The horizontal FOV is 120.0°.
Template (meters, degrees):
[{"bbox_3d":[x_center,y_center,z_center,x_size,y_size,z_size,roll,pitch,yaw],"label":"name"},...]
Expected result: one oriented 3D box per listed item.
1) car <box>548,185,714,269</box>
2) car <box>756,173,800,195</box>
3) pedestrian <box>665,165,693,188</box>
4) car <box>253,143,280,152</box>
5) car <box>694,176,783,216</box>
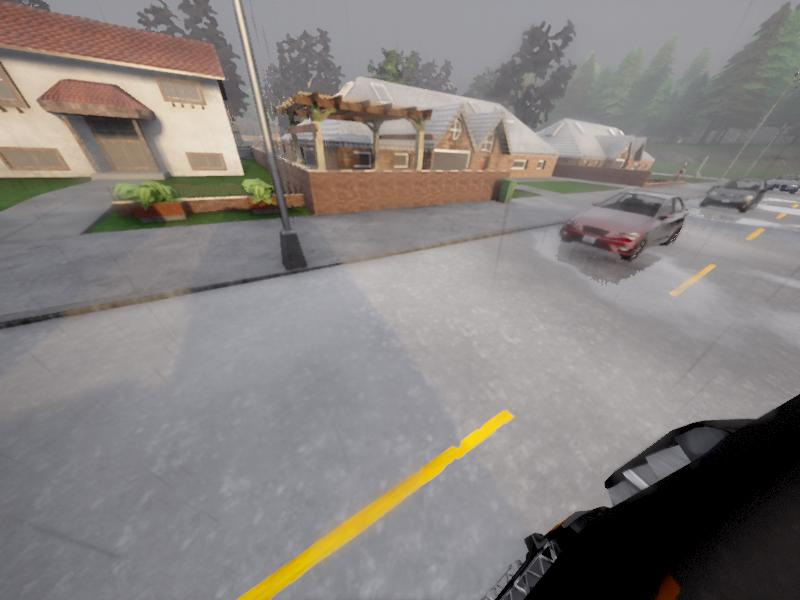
[{"bbox_3d":[6.651,-2.322,6.697,4.193,1.474,1.816,-16,38,-27],"label":"car"},{"bbox_3d":[39.560,-11.983,23.805,4.611,1.667,2.242,-16,38,-27],"label":"car"},{"bbox_3d":[26.026,-11.512,21.579,0.751,1.860,0.751,-13,37,-22],"label":"pedestrian"},{"bbox_3d":[-31.630,-36.113,54.692,5.027,1.651,2.152,-16,38,-27],"label":"car"},{"bbox_3d":[19.349,-6.045,13.241,3.988,1.617,1.851,-16,38,-26],"label":"car"}]
